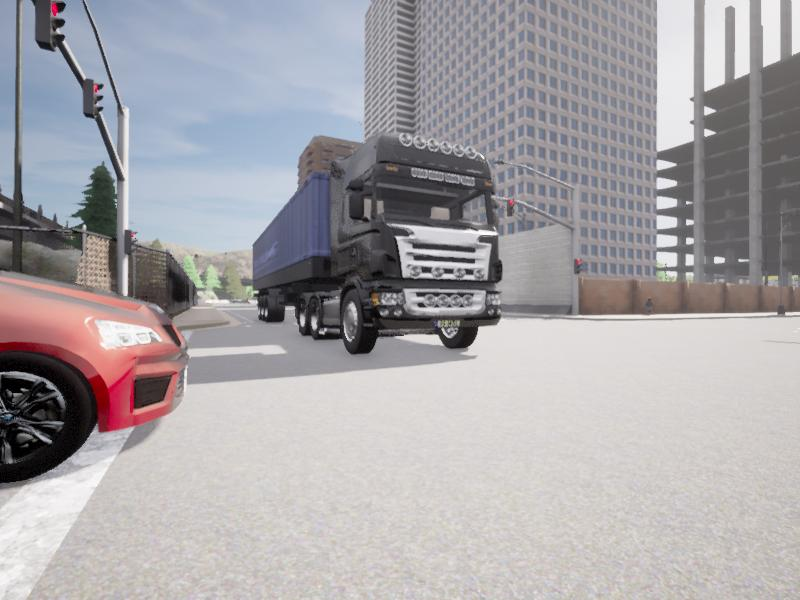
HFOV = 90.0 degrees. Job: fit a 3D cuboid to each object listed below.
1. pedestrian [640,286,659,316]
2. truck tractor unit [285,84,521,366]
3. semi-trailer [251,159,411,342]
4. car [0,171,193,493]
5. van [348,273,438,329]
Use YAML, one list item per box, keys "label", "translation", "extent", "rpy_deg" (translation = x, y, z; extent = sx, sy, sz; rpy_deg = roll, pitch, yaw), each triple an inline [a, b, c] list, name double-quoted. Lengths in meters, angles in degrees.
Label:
- label: "pedestrian"
  translation: [16.123, 0.057, 25.868]
  extent: [0.751, 1.860, 0.751]
  rpy_deg: [0, 0, -30]
- label: "truck tractor unit"
  translation: [-0.599, -1.097, 9.545]
  extent: [3.053, 4.208, 6.516]
  rpy_deg: [0, 0, -26]
- label: "semi-trailer"
  translation: [-4.053, -1.214, 16.662]
  extent: [2.717, 4.402, 14.254]
  rpy_deg: [0, 0, -26]
- label: "car"
  translation: [-3.885, 0.154, 2.432]
  extent: [4.611, 1.667, 2.242]
  rpy_deg: [1, 0, -26]
- label: "van"
  translation: [-0.478, -0.003, 17.035]
  extent: [2.069, 2.038, 4.480]
  rpy_deg: [0, 1, -27]
